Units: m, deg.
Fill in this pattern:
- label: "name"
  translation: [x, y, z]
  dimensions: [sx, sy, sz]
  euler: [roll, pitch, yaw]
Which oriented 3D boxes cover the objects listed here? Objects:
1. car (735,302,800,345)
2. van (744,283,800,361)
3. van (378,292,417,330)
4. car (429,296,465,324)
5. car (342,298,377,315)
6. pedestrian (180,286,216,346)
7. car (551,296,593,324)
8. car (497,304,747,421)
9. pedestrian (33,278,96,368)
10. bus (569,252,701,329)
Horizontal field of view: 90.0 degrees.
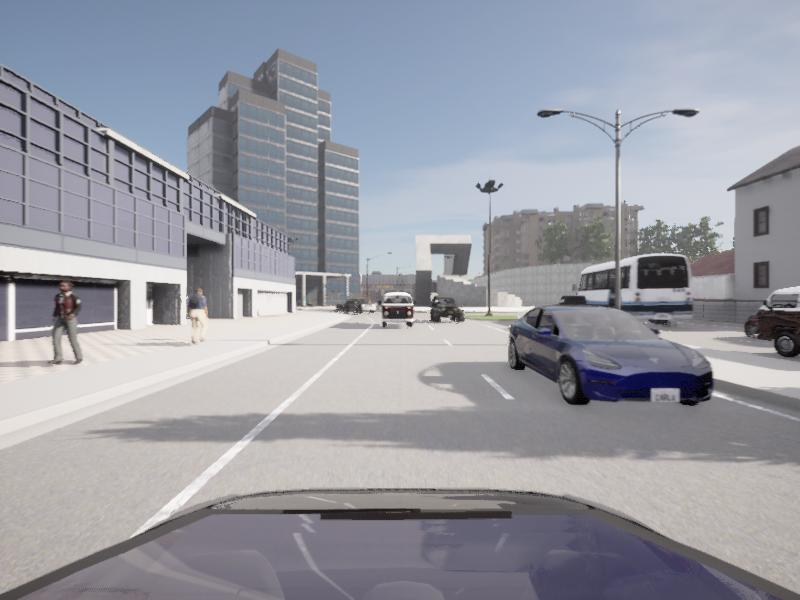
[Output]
- label: "car"
  translation: [15.027, 0.832, 15.007]
  dimensions: [1.845, 1.501, 3.633]
  euler: [0, 0, 0]
- label: "van"
  translation: [11.505, 0.577, 9.929]
  dimensions: [2.069, 2.038, 4.480]
  euler: [0, 0, 0]
- label: "van"
  translation: [-0.196, 0.582, 23.470]
  dimensions: [2.069, 2.038, 4.480]
  euler: [0, 0, -2]
- label: "car"
  translation: [3.201, 0.656, 28.062]
  dimensions: [1.905, 1.878, 3.866]
  euler: [0, 0, -3]
- label: "car"
  translation: [-4.605, 0.668, 45.151]
  dimensions: [1.932, 1.855, 4.605]
  euler: [0, 0, -36]
- label: "pedestrian"
  translation: [-6.454, 0.490, 12.823]
  dimensions: [0.751, 1.860, 0.751]
  euler: [0, 0, 1]
- label: "car"
  translation: [12.347, 0.655, 28.978]
  dimensions: [1.905, 1.878, 3.866]
  euler: [0, 0, 9]
- label: "car"
  translation: [3.517, 0.854, 7.693]
  dimensions: [2.163, 1.488, 4.792]
  euler: [0, 0, 0]
- label: "pedestrian"
  translation: [-7.257, 0.482, 8.700]
  dimensions: [0.751, 1.860, 0.751]
  euler: [0, 0, -4]
- label: "bus"
  translation: [15.324, -0.521, 27.566]
  dimensions: [3.944, 4.253, 10.273]
  euler: [-1, 0, 7]
